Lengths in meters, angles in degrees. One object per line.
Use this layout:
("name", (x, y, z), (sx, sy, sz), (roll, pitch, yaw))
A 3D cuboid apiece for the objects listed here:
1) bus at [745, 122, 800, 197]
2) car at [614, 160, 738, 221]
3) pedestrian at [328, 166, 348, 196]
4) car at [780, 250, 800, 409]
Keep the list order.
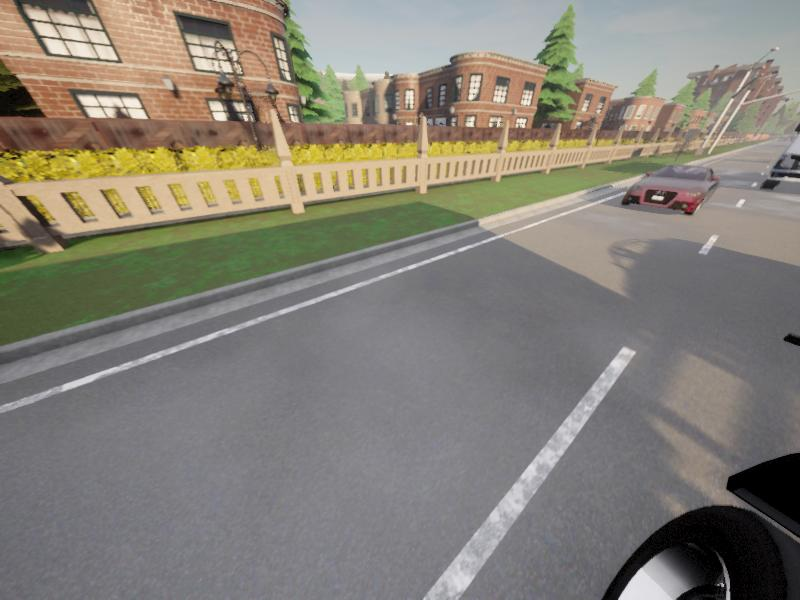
("bus", (22.073, -7.834, 11.124), (10.273, 4.253, 3.944), (-23, 41, -28))
("car", (10.433, -4.314, 8.753), (4.181, 1.385, 1.994), (-23, 41, -28))
("pedestrian", (-2.675, -5.185, 10.064), (0.500, 1.100, 0.500), (28, 44, 34))
("car", (6.585, 0.059, 2.458), (4.902, 1.511, 2.128), (-23, 39, -30))
